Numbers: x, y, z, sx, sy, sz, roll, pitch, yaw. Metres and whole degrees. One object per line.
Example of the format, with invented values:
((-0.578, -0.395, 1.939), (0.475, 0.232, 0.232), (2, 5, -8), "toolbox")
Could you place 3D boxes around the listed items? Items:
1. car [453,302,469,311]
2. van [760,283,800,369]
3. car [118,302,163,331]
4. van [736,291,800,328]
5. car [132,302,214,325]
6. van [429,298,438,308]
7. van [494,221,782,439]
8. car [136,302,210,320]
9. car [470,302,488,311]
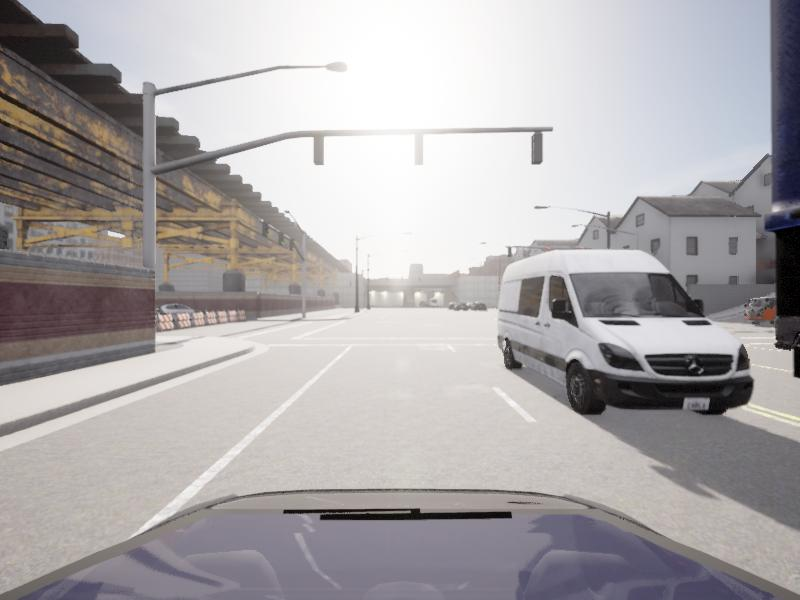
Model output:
((10.495, 1.156, 69.219), (2.007, 1.525, 4.514), (0, 0, 0), "car")
((10.501, 0.614, 8.265), (2.069, 2.038, 4.480), (0, 0, 0), "van")
((-15.946, 0.913, 24.470), (2.038, 1.542, 4.974), (0, 0, -36), "car")
((25.976, 0.621, 27.262), (4.442, 1.987, 1.775), (-7, 0, -1), "van")
((-16.736, 0.938, 29.837), (2.038, 1.542, 4.974), (0, 0, 29), "car")
((9.139, 0.814, 110.225), (1.988, 2.561, 5.915), (0, 0, -1), "van")
((3.496, 0.362, 7.660), (1.988, 2.561, 5.915), (0, 0, 0), "van")
((-16.761, 0.780, 29.792), (1.853, 1.218, 4.536), (0, 0, 29), "car")
((13.994, 1.143, 71.383), (2.242, 1.667, 4.611), (0, 0, 0), "car")
